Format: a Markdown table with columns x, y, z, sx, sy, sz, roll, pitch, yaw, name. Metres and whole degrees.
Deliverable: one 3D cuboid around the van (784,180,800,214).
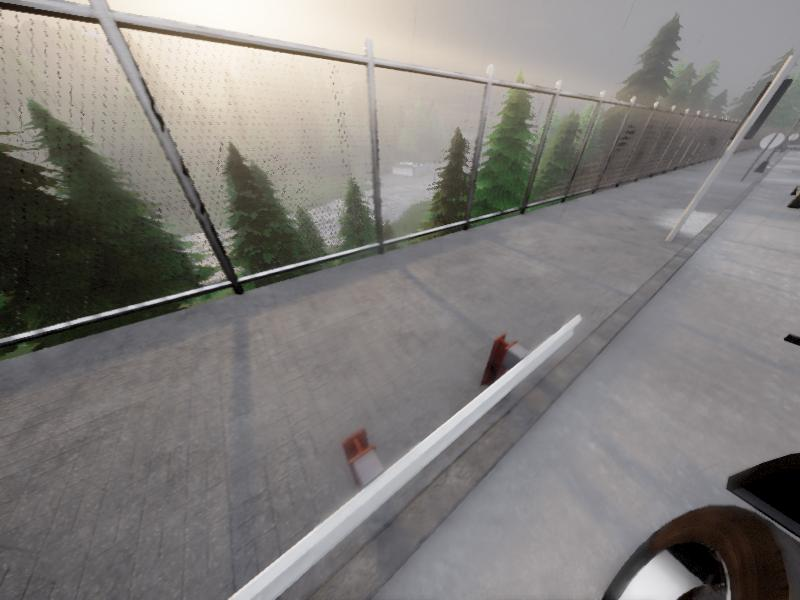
| x | y | z | sx | sy | sz | roll | pitch | yaw | name |
| --- | --- | --- | --- | --- | --- | --- | --- | --- | --- |
| 16.705 | -4.724 | 8.226 | 5.915 | 2.561 | 1.988 | -22 | 41 | -28 | van |
